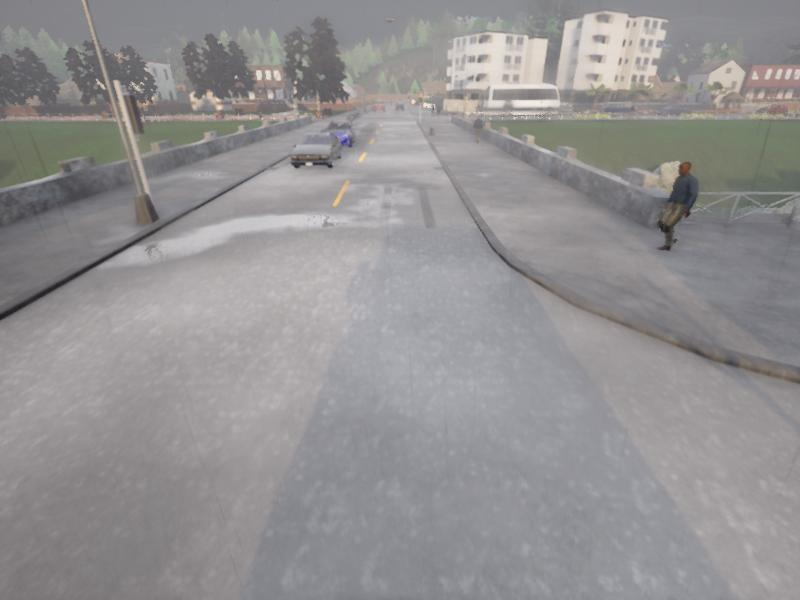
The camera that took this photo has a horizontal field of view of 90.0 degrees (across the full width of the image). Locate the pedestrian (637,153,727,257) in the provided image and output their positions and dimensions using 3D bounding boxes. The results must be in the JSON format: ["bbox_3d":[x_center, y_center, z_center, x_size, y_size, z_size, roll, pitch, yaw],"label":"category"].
[{"bbox_3d":[5.497,-1.876,7.922,0.751,1.860,0.751,2,27,4],"label":"pedestrian"}]

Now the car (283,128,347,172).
[{"bbox_3d":[-3.989,-7.522,19.769,2.033,1.411,5.357,0,27,0],"label":"car"}]

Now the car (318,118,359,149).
[{"bbox_3d":[-4.002,-11.155,26.697,2.007,1.525,4.514,0,27,0],"label":"car"}]

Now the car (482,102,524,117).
[{"bbox_3d":[15.305,-28.524,59.854,5.566,2.045,2.150,0,27,0],"label":"car"}]

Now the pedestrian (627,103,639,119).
[{"bbox_3d":[30.009,-24.347,51.568,0.751,1.860,0.751,0,27,0],"label":"pedestrian"}]

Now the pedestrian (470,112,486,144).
[{"bbox_3d":[5.114,-11.241,26.174,0.751,1.860,0.751,0,27,0],"label":"pedestrian"}]

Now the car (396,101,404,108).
[{"bbox_3d":[-0.015,-50.564,103.450,2.163,1.488,4.792,0,27,0],"label":"car"}]

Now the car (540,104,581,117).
[{"bbox_3d":[24.015,-28.362,59.933,5.238,1.638,1.930,0,27,0],"label":"car"}]

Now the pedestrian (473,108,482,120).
[{"bbox_3d":[9.999,-24.062,51.724,0.751,1.300,0.751,-13,30,-24],"label":"pedestrian"}]

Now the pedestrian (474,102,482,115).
[{"bbox_3d":[12.490,-30.650,63.904,0.751,1.860,0.751,-14,30,-25],"label":"pedestrian"}]

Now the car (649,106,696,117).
[{"bbox_3d":[40.786,-28.289,59.965,5.357,1.411,2.033,0,27,0],"label":"car"}]

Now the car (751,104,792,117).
[{"bbox_3d":[55.625,-28.370,59.917,3.988,1.617,1.851,0,27,0],"label":"car"}]

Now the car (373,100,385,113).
[{"bbox_3d":[-4.011,-37.779,77.965,2.150,2.045,5.566,0,27,0],"label":"car"}]

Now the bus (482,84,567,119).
[{"bbox_3d":[17.076,-27.736,55.897,10.273,4.253,3.944,0,27,0],"label":"bus"}]

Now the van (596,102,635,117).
[{"bbox_3d":[32.204,-28.531,59.842,4.442,1.987,1.775,0,27,0],"label":"van"}]
